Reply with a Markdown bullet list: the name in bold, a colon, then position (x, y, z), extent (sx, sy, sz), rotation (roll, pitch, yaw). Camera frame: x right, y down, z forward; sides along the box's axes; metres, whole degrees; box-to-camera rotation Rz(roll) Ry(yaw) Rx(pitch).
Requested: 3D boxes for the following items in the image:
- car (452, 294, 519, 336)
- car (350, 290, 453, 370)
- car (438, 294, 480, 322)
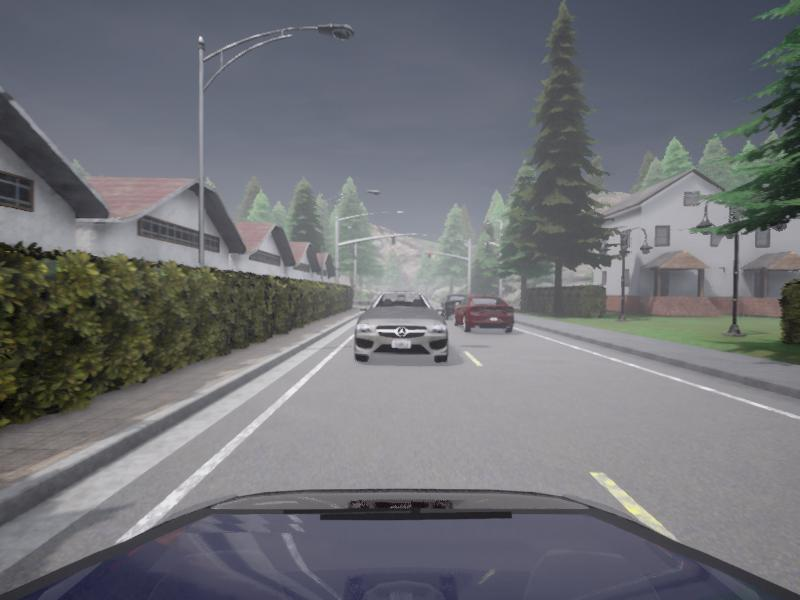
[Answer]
- **car**: position (3.553, 0.532, 17.597), extent (1.882, 1.535, 5.008), rotation (1, 1, 0)
- **car**: position (0.035, 0.582, 10.893), extent (2.152, 1.651, 5.027), rotation (1, 1, 0)
- **car**: position (3.570, 0.388, 24.978), extent (1.882, 1.535, 5.008), rotation (1, 1, 0)
